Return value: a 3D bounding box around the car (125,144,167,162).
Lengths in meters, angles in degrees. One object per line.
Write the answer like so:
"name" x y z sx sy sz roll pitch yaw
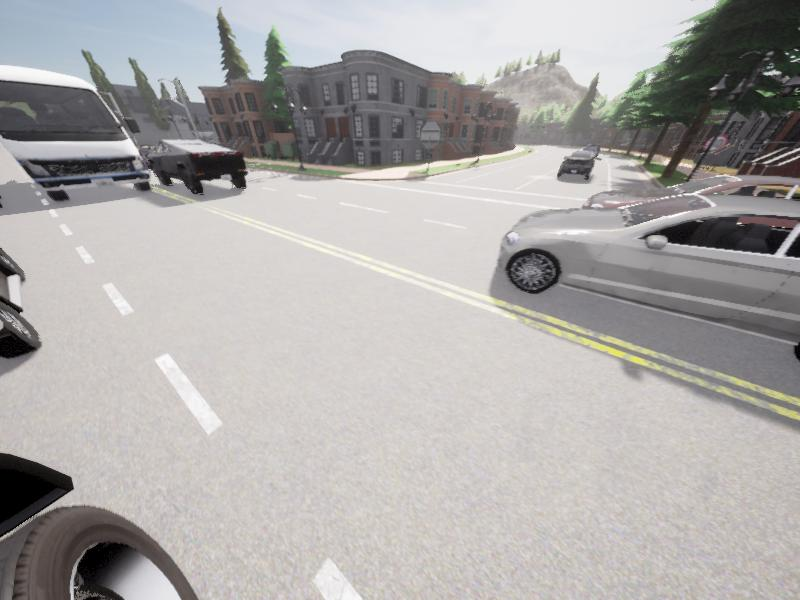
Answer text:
"car" -27.820 -16.170 25.322 4.193 1.474 1.816 22 41 28

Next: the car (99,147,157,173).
"car" -21.397 -11.091 18.175 4.193 1.474 1.816 22 41 28

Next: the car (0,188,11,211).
"car" -16.233 -4.088 8.237 3.633 1.501 1.845 22 41 28

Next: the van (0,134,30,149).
"van" -77.399 -31.835 46.275 6.366 2.431 2.351 22 41 28

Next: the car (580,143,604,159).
"car" 26.976 -21.086 32.570 2.033 1.649 4.856 21 40 26

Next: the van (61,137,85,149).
"van" -68.284 -32.863 48.201 4.442 1.987 1.775 22 41 28

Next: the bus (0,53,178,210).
"bus" -16.000 -7.654 10.939 10.273 4.253 3.944 22 41 28

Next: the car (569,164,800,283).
"car" 7.244 -1.948 5.326 5.027 1.651 2.152 22 41 28

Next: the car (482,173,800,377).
"car" 4.266 -0.699 3.530 5.027 1.651 2.152 22 41 28

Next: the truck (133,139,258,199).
"truck" -10.444 -6.887 11.764 6.274 2.098 2.390 22 41 28

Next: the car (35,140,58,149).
"car" -71.496 -31.488 46.693 4.674 1.442 1.812 22 41 28

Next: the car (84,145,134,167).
"car" -26.743 -13.269 21.217 4.193 1.474 1.816 22 41 28

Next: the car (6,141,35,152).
"car" -64.507 -26.163 39.234 5.357 1.411 2.033 22 41 28

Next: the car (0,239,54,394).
"car" -6.460 -0.250 2.578 4.605 1.855 1.932 22 41 28

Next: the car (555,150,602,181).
"car" 12.543 -9.516 16.151 1.837 1.490 4.892 23 41 29

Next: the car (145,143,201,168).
"car" -21.113 -13.500 21.462 4.856 1.649 2.033 22 41 28
